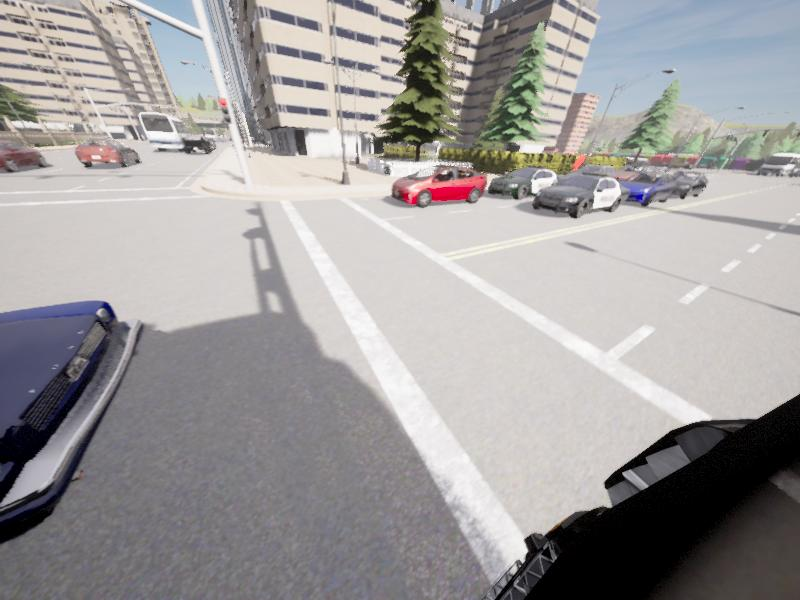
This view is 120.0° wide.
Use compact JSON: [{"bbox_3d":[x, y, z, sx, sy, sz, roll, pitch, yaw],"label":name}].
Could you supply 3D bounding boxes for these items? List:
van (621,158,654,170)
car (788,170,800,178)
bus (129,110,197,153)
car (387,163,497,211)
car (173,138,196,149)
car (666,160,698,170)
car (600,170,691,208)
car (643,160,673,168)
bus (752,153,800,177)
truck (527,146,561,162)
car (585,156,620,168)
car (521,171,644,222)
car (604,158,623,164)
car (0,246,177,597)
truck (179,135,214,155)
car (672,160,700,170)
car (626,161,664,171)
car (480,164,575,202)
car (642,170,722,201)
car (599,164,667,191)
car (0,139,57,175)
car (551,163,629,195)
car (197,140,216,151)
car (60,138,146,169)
[{"bbox_3d":[53.859,-31.029,52.545,2.069,2.038,4.480,-16,38,-26],"label":"van"},{"bbox_3d":[85.356,-26.859,49.233,4.892,1.490,1.837,-15,38,-25],"label":"car"},{"bbox_3d":[-33.397,-23.993,33.316,3.944,4.253,10.273,-16,38,-26],"label":"bus"},{"bbox_3d":[1.863,-5.286,10.580,4.514,1.525,2.007,-15,38,-24],"label":"car"},{"bbox_3d":[-38.452,-28.014,41.388,2.128,1.511,4.902,-16,38,-26],"label":"car"},{"bbox_3d":[73.214,-35.165,60.071,1.932,1.855,4.605,-16,38,-26],"label":"car"},{"bbox_3d":[14.162,-6.505,13.348,4.514,1.525,2.007,-16,38,-26],"label":"car"},{"bbox_3d":[74.882,-39.549,67.164,2.033,1.415,5.357,-16,38,-26],"label":"car"},{"bbox_3d":[83.647,-29.674,50.821,10.273,4.253,3.944,-15,38,-25],"label":"bus"},{"bbox_3d":[46.203,-47.222,74.496,2.891,3.827,8.468,-16,38,-26],"label":"truck"},{"bbox_3d":[48.001,-32.985,55.006,2.150,2.045,5.566,-16,38,-26],"label":"car"},{"bbox_3d":[8.116,-4.782,10.308,4.974,1.542,2.038,-16,38,-26],"label":"car"},{"bbox_3d":[69.382,-45.060,74.972,1.970,1.475,3.806,-16,38,-26],"label":"car"},{"bbox_3d":[-4.286,1.101,0.784,4.718,1.301,1.895,-16,38,-26],"label":"car"},{"bbox_3d":[-28.073,-21.623,32.128,2.390,2.098,6.274,-15,38,-24],"label":"truck"},{"bbox_3d":[75.748,-35.849,61.293,1.905,1.878,3.866,-16,38,-26],"label":"car"},{"bbox_3d":[52.166,-28.573,49.281,2.128,1.511,4.902,-16,38,-26],"label":"car"},{"bbox_3d":[7.293,-6.796,13.248,4.974,1.542,2.038,-16,38,-26],"label":"car"},{"bbox_3d":[19.678,-8.072,16.126,4.902,1.511,2.128,-16,38,-26],"label":"car"},{"bbox_3d":[19.408,-10.310,19.301,4.611,1.667,2.242,-16,38,-26],"label":"car"},{"bbox_3d":[-22.637,-8.181,13.081,1.812,1.442,4.674,-16,38,-26],"label":"car"},{"bbox_3d":[13.318,-8.554,16.249,4.856,1.649,2.033,-16,38,-26],"label":"car"},{"bbox_3d":[-33.022,-26.449,39.506,1.816,1.474,4.193,-16,38,-26],"label":"car"},{"bbox_3d":[-21.238,-10.774,16.897,2.152,1.651,5.027,-16,38,-26],"label":"car"}]
